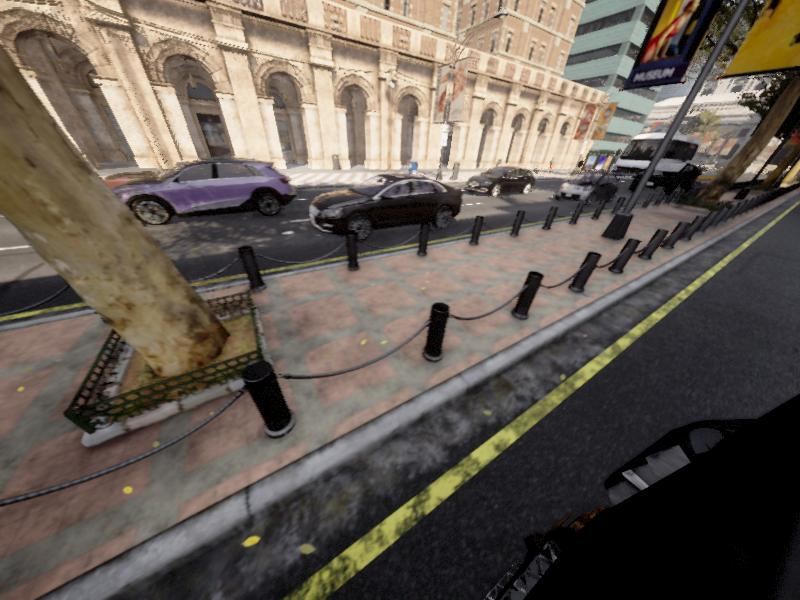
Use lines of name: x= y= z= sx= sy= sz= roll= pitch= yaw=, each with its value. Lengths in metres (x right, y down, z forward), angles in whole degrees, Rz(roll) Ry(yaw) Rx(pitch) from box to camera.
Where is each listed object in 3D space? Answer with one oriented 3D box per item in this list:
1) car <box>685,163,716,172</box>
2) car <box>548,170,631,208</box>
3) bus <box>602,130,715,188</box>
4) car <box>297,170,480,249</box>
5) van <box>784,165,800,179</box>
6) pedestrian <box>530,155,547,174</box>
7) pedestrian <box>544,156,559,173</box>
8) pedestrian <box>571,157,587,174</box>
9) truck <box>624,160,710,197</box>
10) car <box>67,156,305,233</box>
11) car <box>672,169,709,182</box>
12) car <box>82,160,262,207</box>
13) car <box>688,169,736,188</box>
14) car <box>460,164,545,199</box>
car: x=83.123 y=-36.765 z=63.990 sx=1.932 sy=1.855 sz=4.605 roll=-16 pitch=38 yaw=-27
car: x=10.364 y=-6.193 z=12.681 sx=3.633 sy=1.501 sz=1.845 roll=-17 pitch=38 yaw=-27
bus: x=26.195 y=-14.180 z=23.464 sx=10.273 sy=4.253 sz=3.944 roll=-17 pitch=38 yaw=-27
car: x=-0.227 y=-3.035 z=7.132 sx=4.902 sy=1.511 sz=2.128 roll=-17 pitch=38 yaw=-27
van: x=92.156 y=-28.281 z=51.412 sx=2.351 sy=2.431 sz=6.366 roll=-16 pitch=38 yaw=-27
pedestrian: x=16.063 y=-15.712 z=26.829 sx=0.751 sy=1.860 sz=0.751 roll=-10 pitch=36 yaw=-18
pedestrian: x=19.318 y=-17.299 z=29.469 sx=0.751 sy=1.860 sz=0.751 roll=-10 pitch=36 yaw=-19
pedestrian: x=23.617 y=-17.751 z=30.481 sx=0.751 sy=1.860 sz=0.751 roll=-13 pitch=37 yaw=-23
truck: x=20.873 y=-9.549 z=18.029 sx=6.274 sy=2.098 sz=2.390 roll=-17 pitch=38 yaw=-27
car: x=-5.998 y=-3.632 z=7.472 sx=4.856 sy=1.649 sz=2.033 roll=-18 pitch=39 yaw=-26
car: x=39.555 y=-17.026 z=31.449 sx=4.718 sy=1.301 sz=1.895 roll=-16 pitch=38 yaw=-27
car: x=-8.552 y=-4.835 z=9.382 sx=4.718 sy=1.301 sz=1.895 roll=-17 pitch=38 yaw=-27
car: x=33.624 y=-13.125 z=24.865 sx=5.366 sy=1.575 sz=1.801 roll=-16 pitch=38 yaw=-27
car: x=6.181 y=-7.192 z=13.900 sx=4.892 sy=1.490 sz=1.837 roll=-16 pitch=38 yaw=-27
